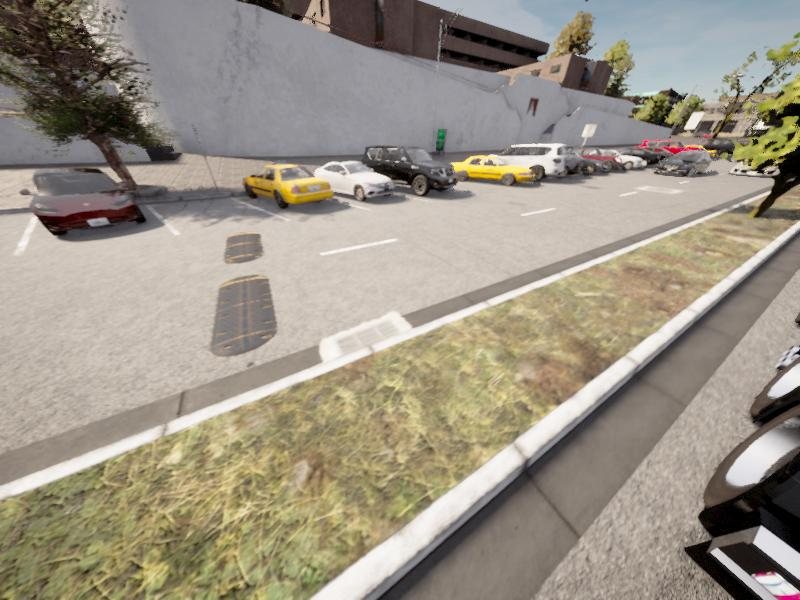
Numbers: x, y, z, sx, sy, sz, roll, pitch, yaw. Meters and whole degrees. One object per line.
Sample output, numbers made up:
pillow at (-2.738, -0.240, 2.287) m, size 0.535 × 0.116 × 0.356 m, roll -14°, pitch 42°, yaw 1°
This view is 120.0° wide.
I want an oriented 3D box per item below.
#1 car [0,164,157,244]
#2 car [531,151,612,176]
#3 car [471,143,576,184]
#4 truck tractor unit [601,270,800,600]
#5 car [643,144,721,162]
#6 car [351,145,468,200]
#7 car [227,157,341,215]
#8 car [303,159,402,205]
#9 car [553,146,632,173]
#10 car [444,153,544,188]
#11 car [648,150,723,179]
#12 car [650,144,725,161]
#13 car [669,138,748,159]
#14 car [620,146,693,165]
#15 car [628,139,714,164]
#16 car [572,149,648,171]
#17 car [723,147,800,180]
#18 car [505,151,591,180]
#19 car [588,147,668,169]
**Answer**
car at (-10.194, -3.383, 7.496) m, size 4.792 × 1.488 × 2.163 m, roll 26°, pitch 42°, yaw 33°
car at (13.402, -10.889, 18.319) m, size 4.674 × 1.452 × 2.002 m, roll 26°, pitch 42°, yaw 33°
car at (8.126, -9.443, 15.781) m, size 5.566 × 2.045 × 2.435 m, roll 26°, pitch 42°, yaw 33°
truck tractor unit at (5.118, -0.293, 0.769) m, size 6.516 × 4.208 × 3.053 m, roll -18°, pitch 39°, yaw -24°
car at (31.898, -16.859, 26.463) m, size 5.366 × 1.575 × 1.946 m, roll 26°, pitch 42°, yaw 33°
car at (0.304, -6.913, 12.165) m, size 5.566 × 2.045 × 2.435 m, roll 26°, pitch 42°, yaw 33°
car at (-5.114, -5.129, 10.003) m, size 5.366 × 1.575 × 1.946 m, roll 26°, pitch 42°, yaw 33°
car at (-2.348, -5.857, 11.139) m, size 4.674 × 1.452 × 2.002 m, roll 26°, pitch 42°, yaw 33°
car at (15.998, -11.890, 19.423) m, size 4.553 × 1.767 × 2.185 m, roll 26°, pitch 42°, yaw 33°
car at (5.666, -8.321, 14.614) m, size 5.366 × 1.575 × 1.946 m, roll 26°, pitch 42°, yaw 33°
car at (20.978, -10.033, 16.979) m, size 4.892 × 1.490 × 1.837 m, roll -18°, pitch 39°, yaw -23°
car at (34.234, -17.845, 27.845) m, size 5.366 × 1.575 × 1.946 m, roll 26°, pitch 43°, yaw 33°
car at (39.590, -19.695, 29.987) m, size 5.566 × 2.045 × 2.435 m, roll 26°, pitch 43°, yaw 33°
car at (26.536, -15.174, 24.205) m, size 4.792 × 1.488 × 2.163 m, roll 26°, pitch 42°, yaw 33°
car at (29.156, -16.265, 25.229) m, size 5.566 × 2.045 × 2.435 m, roll 26°, pitch 42°, yaw 33°
car at (18.644, -12.598, 20.684) m, size 4.674 × 1.452 × 2.002 m, roll 26°, pitch 42°, yaw 33°
car at (25.928, -9.743, 16.353) m, size 4.611 × 1.667 × 2.242 m, roll -18°, pitch 39°, yaw -23°
car at (10.748, -10.056, 17.130) m, size 4.792 × 1.488 × 2.163 m, roll 26°, pitch 43°, yaw 33°
car at (21.270, -13.484, 21.836) m, size 5.008 × 1.535 × 2.097 m, roll 26°, pitch 43°, yaw 33°
